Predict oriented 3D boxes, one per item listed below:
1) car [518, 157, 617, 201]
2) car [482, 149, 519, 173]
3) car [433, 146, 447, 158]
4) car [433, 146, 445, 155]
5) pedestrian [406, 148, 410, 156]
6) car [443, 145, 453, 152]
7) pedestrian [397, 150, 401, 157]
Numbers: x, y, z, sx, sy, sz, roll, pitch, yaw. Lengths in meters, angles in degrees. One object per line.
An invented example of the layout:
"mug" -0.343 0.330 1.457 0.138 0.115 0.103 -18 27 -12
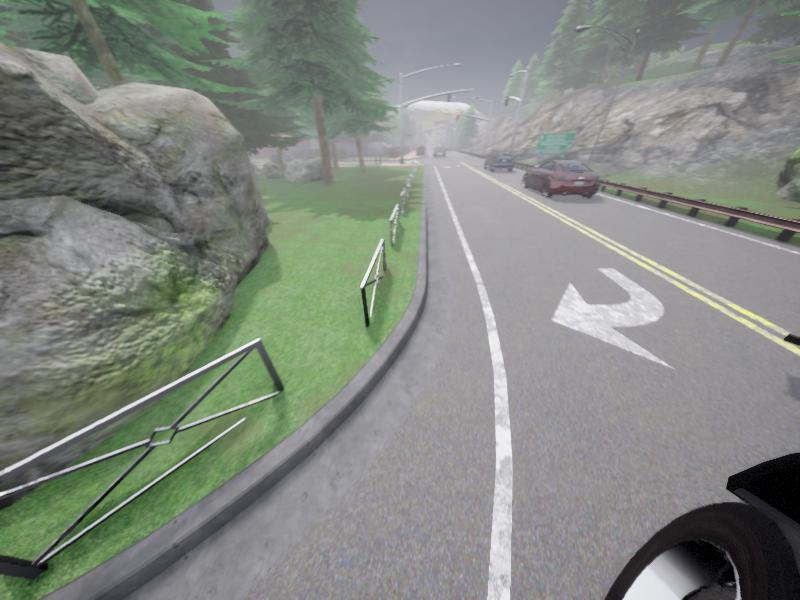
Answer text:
"car" 7.510 -5.908 11.031 1.994 1.385 4.181 2 34 5
"car" 8.505 -12.033 19.901 1.789 1.549 3.705 2 34 5
"car" 6.954 -25.513 39.840 2.033 1.649 4.856 5 34 9
"car" 8.259 -31.877 49.319 2.128 1.511 4.902 2 34 5
"pedestrian" 1.547 -29.298 45.595 0.751 1.300 0.751 2 34 5
"car" 13.641 -43.276 66.037 2.163 1.488 4.792 2 34 5
"pedestrian" -0.236 -26.037 41.065 0.500 1.100 0.500 28 44 36
